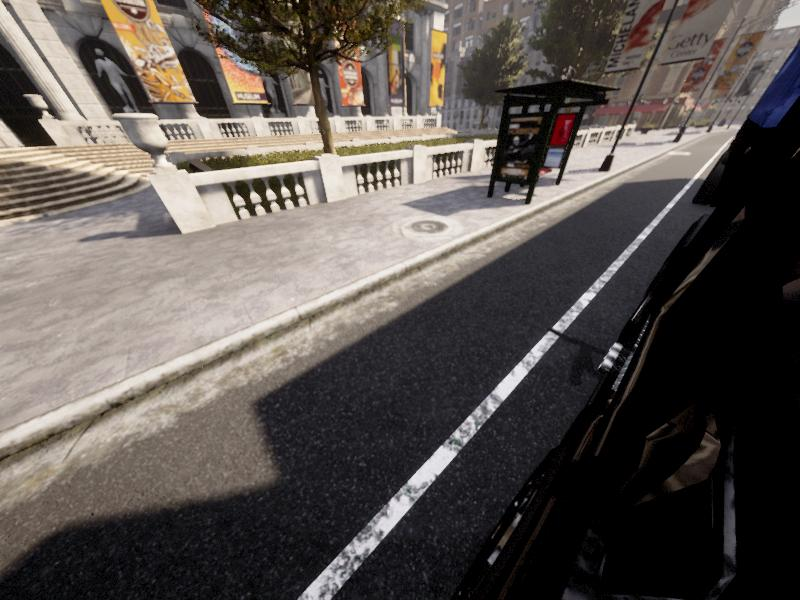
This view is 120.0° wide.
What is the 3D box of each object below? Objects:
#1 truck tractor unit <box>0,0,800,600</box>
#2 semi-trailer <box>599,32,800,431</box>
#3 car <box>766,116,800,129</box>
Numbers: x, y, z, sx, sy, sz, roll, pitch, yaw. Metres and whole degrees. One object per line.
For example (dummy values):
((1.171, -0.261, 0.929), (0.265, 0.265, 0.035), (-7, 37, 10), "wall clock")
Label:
((2.645, -0.295, 0.351), (6.516, 4.208, 3.053), (-28, 44, -30), "truck tractor unit")
((8.645, -3.638, 4.284), (14.254, 4.402, 2.717), (-29, 44, -30), "semi-trailer")
((57.894, -26.253, 34.152), (4.718, 1.301, 1.895), (-8, 37, -7), "car")
